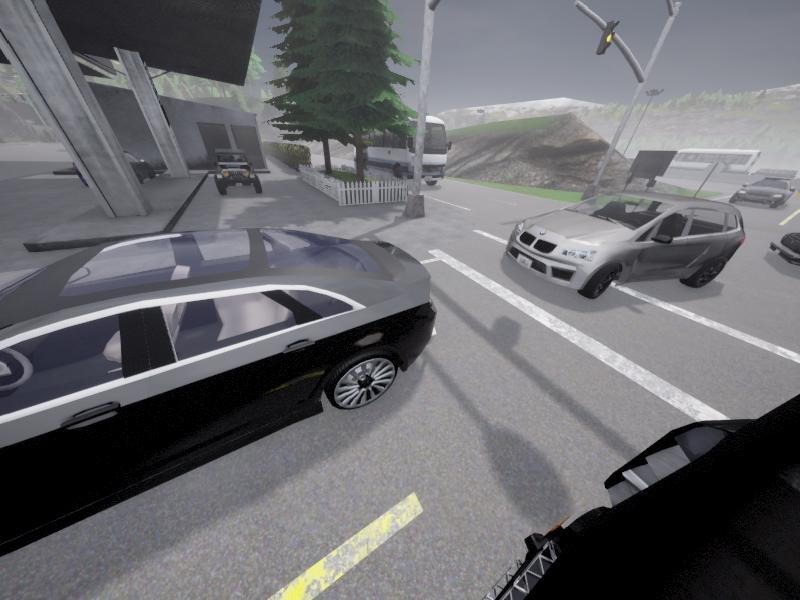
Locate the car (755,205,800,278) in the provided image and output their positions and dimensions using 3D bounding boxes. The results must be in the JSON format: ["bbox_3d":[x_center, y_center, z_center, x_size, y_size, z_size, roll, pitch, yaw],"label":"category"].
[{"bbox_3d":[12.223,-0.562,4.609,5.357,1.411,2.033,29,41,34],"label":"car"}]

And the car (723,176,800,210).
[{"bbox_3d":[23.823,-7.072,15.043,4.974,1.542,2.038,-16,38,-26],"label":"car"}]

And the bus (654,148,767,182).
[{"bbox_3d":[52.448,-23.392,39.705,3.944,4.253,10.273,-16,38,-26],"label":"bus"}]

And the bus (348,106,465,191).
[{"bbox_3d":[-0.336,-11.903,18.341,3.944,4.253,10.273,-16,38,-26],"label":"bus"}]

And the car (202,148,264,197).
[{"bbox_3d":[-8.743,-6.877,12.282,1.905,1.878,3.866,-16,38,-26],"label":"car"}]

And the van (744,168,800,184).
[{"bbox_3d":[62.008,-20.768,38.545,1.775,1.987,4.442,-16,38,-26],"label":"van"}]

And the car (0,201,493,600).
[{"bbox_3d":[-1.948,0.338,1.920,4.902,1.511,2.128,-16,38,-26],"label":"car"}]

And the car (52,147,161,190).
[{"bbox_3d":[-15.822,-7.472,12.935,2.242,1.667,4.611,-16,38,-26],"label":"car"}]

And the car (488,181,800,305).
[{"bbox_3d":[4.765,-1.401,5.000,4.611,1.667,2.242,-5,34,-14],"label":"car"}]
